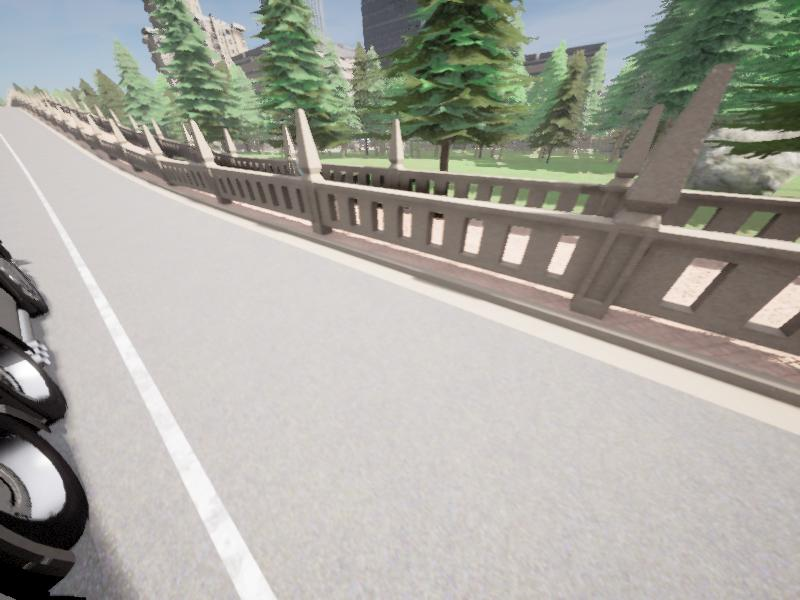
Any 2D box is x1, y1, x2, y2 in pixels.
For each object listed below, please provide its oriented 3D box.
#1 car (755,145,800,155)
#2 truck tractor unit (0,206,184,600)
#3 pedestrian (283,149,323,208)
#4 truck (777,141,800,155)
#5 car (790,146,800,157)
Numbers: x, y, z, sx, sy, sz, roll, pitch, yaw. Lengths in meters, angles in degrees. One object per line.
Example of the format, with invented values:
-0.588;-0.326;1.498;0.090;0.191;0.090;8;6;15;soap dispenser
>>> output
72.798;-29.006;44.660;2.033;1.411;5.357;13;37;19;car
-5.004;-0.396;0.917;6.516;4.208;3.053;22;40;29;truck tractor unit
-3.631;-4.610;8.797;0.751;1.860;0.751;11;36;15;pedestrian
77.843;-29.670;44.994;2.390;2.098;6.274;22;40;29;truck
66.760;-24.112;37.494;1.837;1.490;4.892;22;40;29;car
